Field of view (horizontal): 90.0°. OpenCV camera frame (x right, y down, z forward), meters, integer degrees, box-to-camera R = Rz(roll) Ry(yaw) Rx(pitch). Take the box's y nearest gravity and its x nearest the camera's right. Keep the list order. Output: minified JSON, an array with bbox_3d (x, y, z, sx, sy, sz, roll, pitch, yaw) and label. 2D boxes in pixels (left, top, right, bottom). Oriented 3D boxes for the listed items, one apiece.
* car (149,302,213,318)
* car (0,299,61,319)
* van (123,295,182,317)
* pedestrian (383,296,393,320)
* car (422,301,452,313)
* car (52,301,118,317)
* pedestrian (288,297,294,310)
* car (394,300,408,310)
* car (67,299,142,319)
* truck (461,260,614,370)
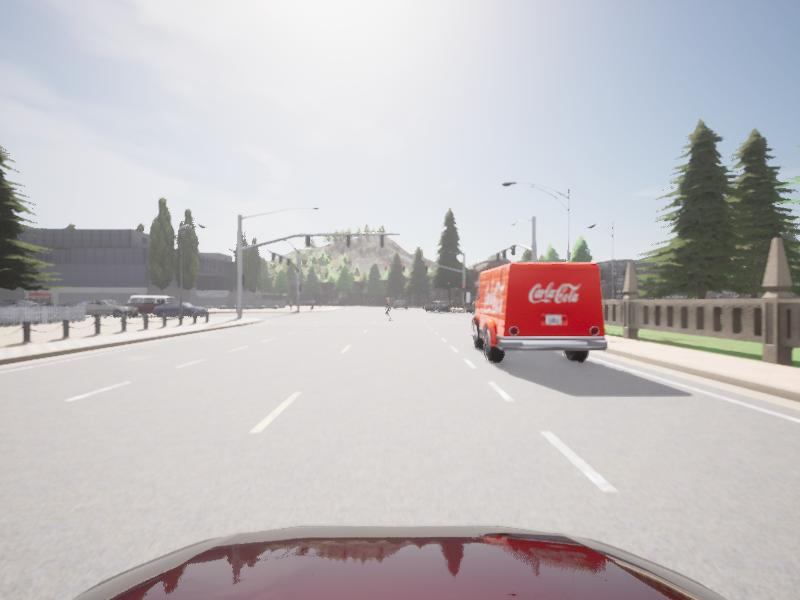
[{"bbox_3d":[-19.369,0.871,35.532,4.674,1.442,1.812,0,0,1],"label":"car"},{"bbox_3d":[-33.395,0.779,35.571,4.856,1.649,2.033,0,0,0],"label":"car"},{"bbox_3d":[-24.107,0.573,39.076,4.480,2.038,2.069,0,0,0],"label":"van"},{"bbox_3d":[-0.933,0.638,31.066,0.751,1.860,0.751,0,0,1],"label":"pedestrian"},{"bbox_3d":[4.627,0.855,50.702,1.970,1.475,3.806,0,0,-30],"label":"car"},{"bbox_3d":[-30.705,0.824,39.075,5.008,1.535,1.882,0,0,0],"label":"car"},{"bbox_3d":[-15.905,0.489,58.322,0.751,1.860,0.751,0,0,-5],"label":"pedestrian"},{"bbox_3d":[0.082,0.782,68.817,2.152,1.651,5.027,0,0,-3],"label":"car"},{"bbox_3d":[-26.169,0.782,35.580,5.027,1.651,2.152,0,0,0],"label":"car"},{"bbox_3d":[3.497,0.353,11.601,2.627,2.467,5.204,0,0,0],"label":"truck"}]
